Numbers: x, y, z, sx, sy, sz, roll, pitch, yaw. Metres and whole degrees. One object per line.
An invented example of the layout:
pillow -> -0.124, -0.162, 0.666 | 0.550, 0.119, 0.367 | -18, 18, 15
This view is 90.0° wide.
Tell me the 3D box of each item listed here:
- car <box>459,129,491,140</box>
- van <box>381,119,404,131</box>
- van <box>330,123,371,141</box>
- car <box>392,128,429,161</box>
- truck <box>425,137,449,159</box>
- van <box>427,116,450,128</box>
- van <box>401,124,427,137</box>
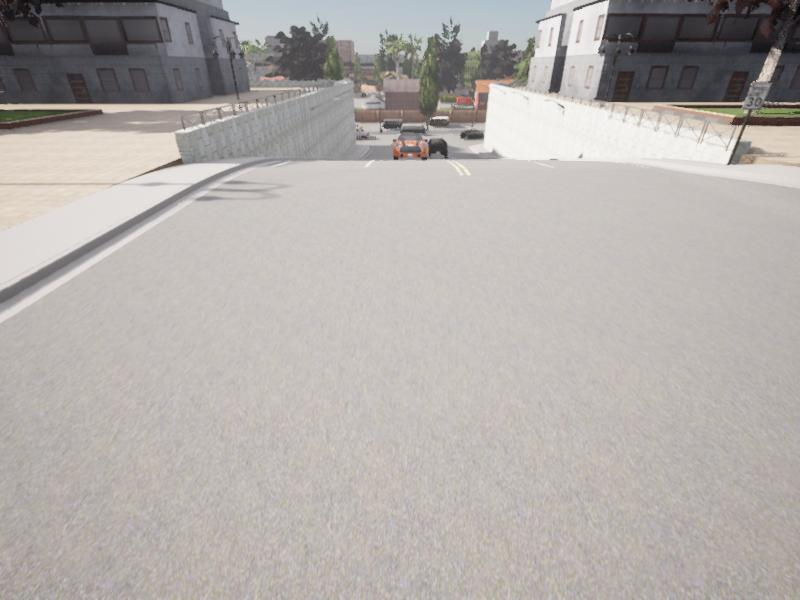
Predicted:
car -> 12.786, -28.388, 68.639 | 5.008, 1.535, 1.882 | 0, 30, 1
van -> -1.471, -34.457, 78.606 | 4.442, 1.987, 1.775 | 0, 30, 1
van -> -8.413, -28.755, 68.448 | 6.366, 2.431, 2.351 | 5, 31, 8
car -> 0.642, -9.642, 25.028 | 2.097, 1.767, 4.553 | 0, 19, 1
truck -> 4.484, -18.755, 49.180 | 2.390, 2.098, 6.274 | 0, 25, 1
van -> 7.832, -36.206, 81.512 | 4.480, 2.038, 2.069 | 0, 30, 1
van -> 2.456, -30.394, 71.661 | 4.442, 1.987, 1.775 | 0, 30, 1
